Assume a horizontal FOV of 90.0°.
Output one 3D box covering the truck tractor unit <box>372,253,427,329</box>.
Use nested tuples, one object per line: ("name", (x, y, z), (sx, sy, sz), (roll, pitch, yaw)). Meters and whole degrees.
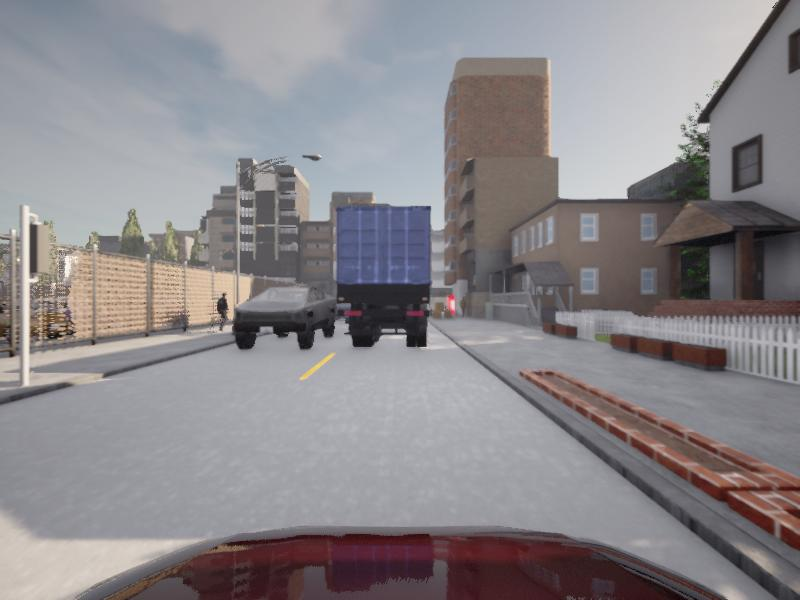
("truck tractor unit", (-0.014, -0.515, 25.521), (3.053, 4.208, 6.516), (0, 0, 0))

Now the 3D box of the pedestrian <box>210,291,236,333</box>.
("pedestrian", (-8.118, 0.537, 18.360), (0.751, 1.860, 0.751), (0, 0, 21))

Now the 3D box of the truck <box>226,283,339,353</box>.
("truck", (-3.995, 0.546, 15.090), (2.390, 2.098, 6.274), (0, 0, 0))

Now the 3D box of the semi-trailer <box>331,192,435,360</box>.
("semi-trailer", (-0.213, -0.614, 17.612), (2.717, 4.402, 14.254), (0, 0, 2))

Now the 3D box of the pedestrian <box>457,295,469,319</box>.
("pedestrian", (4.969, 0.532, 31.539), (0.751, 1.860, 0.751), (0, 0, -5))
